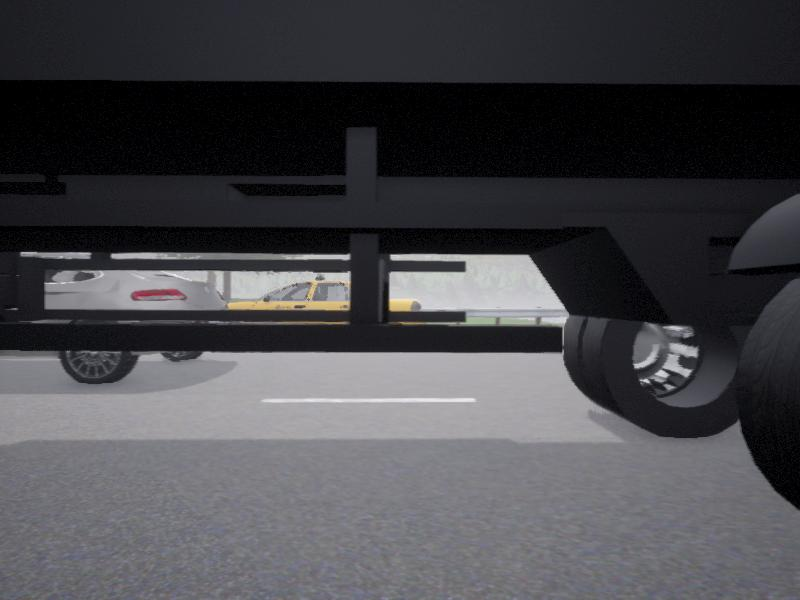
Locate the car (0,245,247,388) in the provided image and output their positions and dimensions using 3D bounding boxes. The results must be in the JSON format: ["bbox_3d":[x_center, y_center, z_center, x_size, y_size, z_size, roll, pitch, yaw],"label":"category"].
[{"bbox_3d":[-5.106,0.189,5.702,5.027,1.651,2.152,0,0,0],"label":"car"}]

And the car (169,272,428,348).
[{"bbox_3d":[-2.106,0.204,9.202,5.366,1.575,1.801,0,0,0],"label":"car"}]

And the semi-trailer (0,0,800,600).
[{"bbox_3d":[0.647,-1.221,2.269,14.254,4.402,2.717,0,0,0],"label":"semi-trailer"}]
